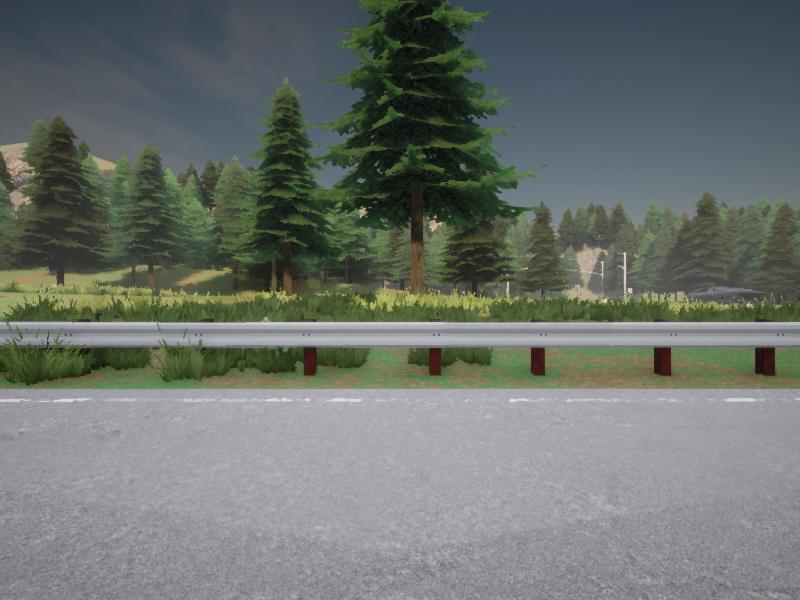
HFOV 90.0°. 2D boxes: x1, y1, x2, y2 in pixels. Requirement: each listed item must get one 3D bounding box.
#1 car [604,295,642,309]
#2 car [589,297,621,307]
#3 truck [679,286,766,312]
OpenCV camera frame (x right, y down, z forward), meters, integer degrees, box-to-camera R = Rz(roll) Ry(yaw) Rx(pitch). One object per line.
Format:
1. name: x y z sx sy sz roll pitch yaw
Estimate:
1. car: 23.957 0.223 43.229 1.816 1.474 4.193 0 0 1
2. car: 27.634 0.312 54.091 1.895 1.301 4.718 0 0 1
3. truck: 27.440 -0.089 34.457 2.390 2.098 6.274 0 0 0
